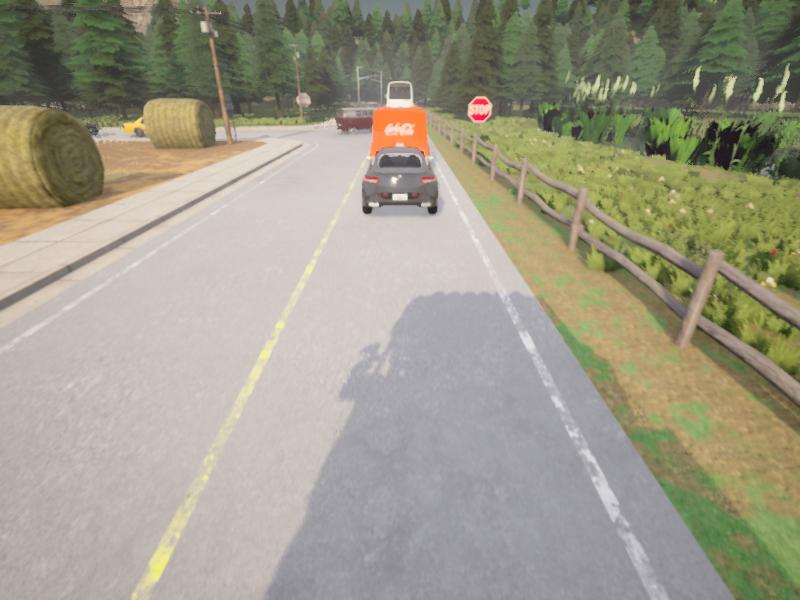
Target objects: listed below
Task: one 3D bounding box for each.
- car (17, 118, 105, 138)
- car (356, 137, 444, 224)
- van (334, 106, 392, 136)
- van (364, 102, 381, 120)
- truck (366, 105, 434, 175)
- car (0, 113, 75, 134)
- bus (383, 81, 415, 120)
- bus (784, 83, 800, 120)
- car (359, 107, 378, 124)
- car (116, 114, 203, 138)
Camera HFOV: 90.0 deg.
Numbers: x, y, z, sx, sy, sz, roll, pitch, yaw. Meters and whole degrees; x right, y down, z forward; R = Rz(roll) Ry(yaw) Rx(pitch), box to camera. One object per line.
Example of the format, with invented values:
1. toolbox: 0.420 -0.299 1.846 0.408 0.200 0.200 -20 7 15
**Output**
1. car: -25.915 -13.242 30.757 4.718 1.301 1.895 -1 27 -2
2. car: -0.001 -3.880 12.297 2.152 1.651 5.027 0 27 0
3. van: -3.044 -14.977 33.345 4.442 1.987 1.775 -15 32 -27
4. van: -3.503 -24.331 51.363 1.775 1.987 4.442 0 27 0
5. truck: 0.002 -7.491 18.344 2.627 2.467 5.204 0 27 0
6. car: -30.641 -14.854 33.609 4.514 1.525 2.007 -1 27 -2
7. bus: -0.213 -26.914 53.893 3.944 4.253 10.273 0 27 -1
8. bus: 54.316 -24.029 48.468 3.944 4.253 10.273 -4 28 -8
9. car: -3.498 -20.909 45.229 1.789 1.549 3.705 0 27 0
10. car: -18.500 -13.531 31.014 5.366 1.575 1.801 -1 27 -2
